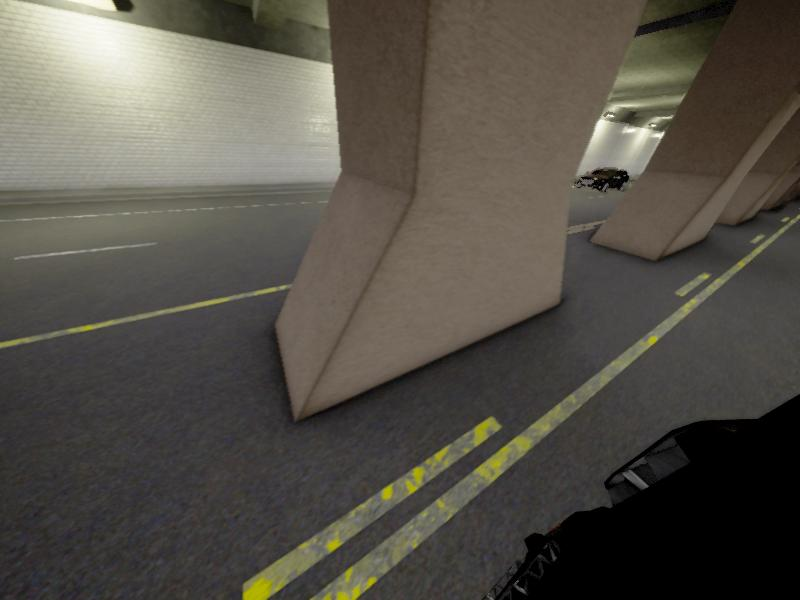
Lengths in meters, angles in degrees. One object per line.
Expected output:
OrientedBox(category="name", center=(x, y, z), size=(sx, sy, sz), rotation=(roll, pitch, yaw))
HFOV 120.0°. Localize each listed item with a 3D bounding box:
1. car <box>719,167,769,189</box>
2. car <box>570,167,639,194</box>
OrientedBox(category="car", center=(37.035, -13.187, 24.896), size=(3.866, 1.878, 1.905), rotation=(-16, 38, -26))
OrientedBox(category="car", center=(15.410, -9.092, 17.414), size=(4.892, 1.490, 1.837), rotation=(-16, 38, -26))
